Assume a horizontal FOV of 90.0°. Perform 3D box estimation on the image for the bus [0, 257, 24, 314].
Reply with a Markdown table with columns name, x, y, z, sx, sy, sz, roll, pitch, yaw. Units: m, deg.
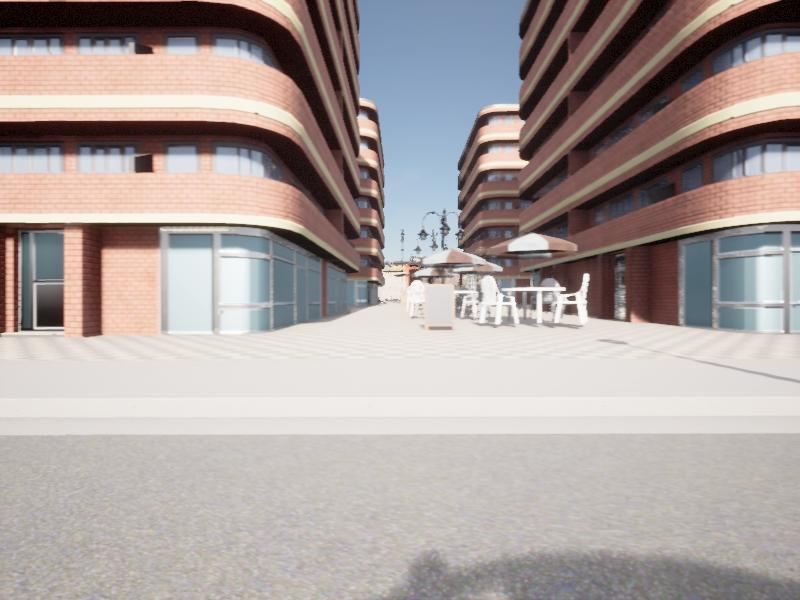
| name | x | y | z | sx | sy | sz | roll | pitch | yaw |
| --- | --- | --- | --- | --- | --- | --- | --- | --- | --- |
| bus | -32.079 | -1.086 | 26.972 | 3.944 | 4.253 | 10.273 | 0 | 0 | -1 |
